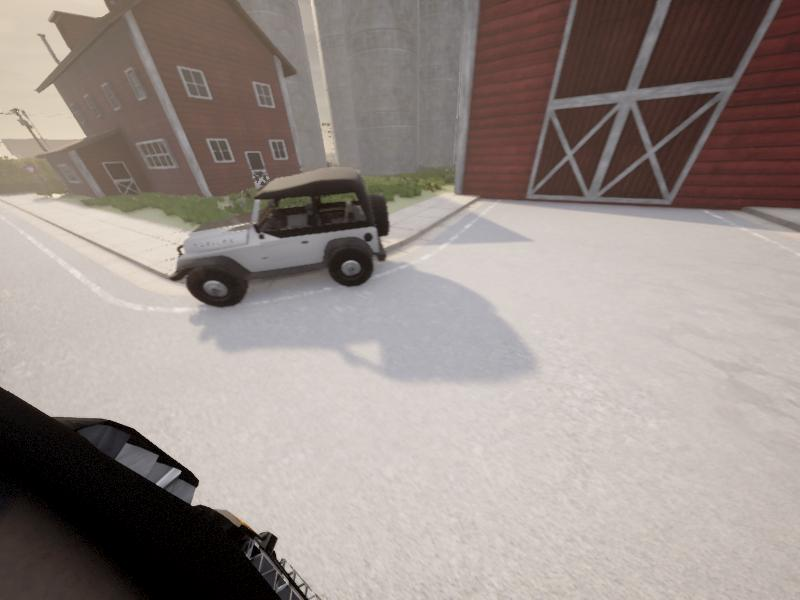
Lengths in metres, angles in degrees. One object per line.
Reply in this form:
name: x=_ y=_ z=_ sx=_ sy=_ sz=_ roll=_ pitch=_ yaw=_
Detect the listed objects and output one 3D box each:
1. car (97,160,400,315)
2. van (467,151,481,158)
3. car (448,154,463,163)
car: x=-2.130 y=-1.367 z=4.529 sx=3.866 sy=1.878 sz=1.905 roll=-10 pitch=39 yaw=-8
van: x=28.516 y=-56.002 z=88.933 sx=4.480 sy=2.038 sz=2.069 roll=16 pitch=37 yaw=27
car: x=13.943 y=-35.502 z=58.034 sx=2.242 sy=1.667 sz=4.611 roll=16 pitch=37 yaw=27
